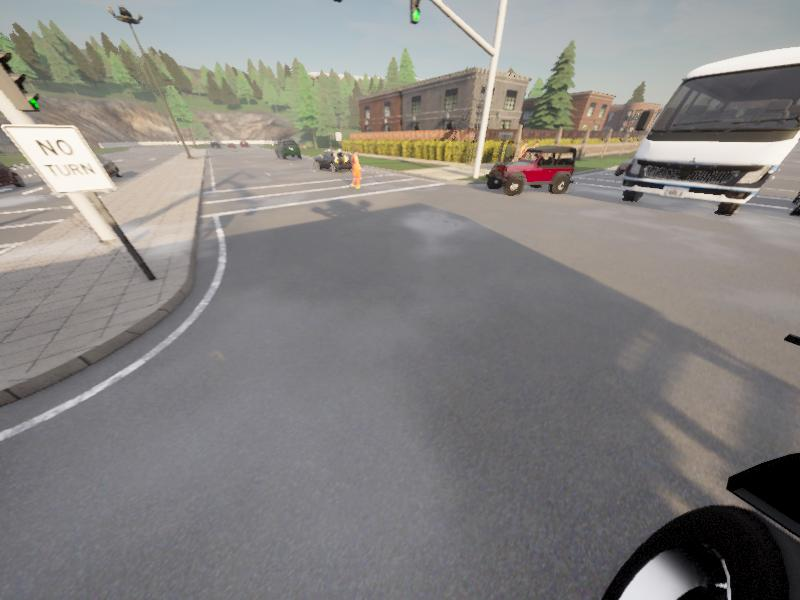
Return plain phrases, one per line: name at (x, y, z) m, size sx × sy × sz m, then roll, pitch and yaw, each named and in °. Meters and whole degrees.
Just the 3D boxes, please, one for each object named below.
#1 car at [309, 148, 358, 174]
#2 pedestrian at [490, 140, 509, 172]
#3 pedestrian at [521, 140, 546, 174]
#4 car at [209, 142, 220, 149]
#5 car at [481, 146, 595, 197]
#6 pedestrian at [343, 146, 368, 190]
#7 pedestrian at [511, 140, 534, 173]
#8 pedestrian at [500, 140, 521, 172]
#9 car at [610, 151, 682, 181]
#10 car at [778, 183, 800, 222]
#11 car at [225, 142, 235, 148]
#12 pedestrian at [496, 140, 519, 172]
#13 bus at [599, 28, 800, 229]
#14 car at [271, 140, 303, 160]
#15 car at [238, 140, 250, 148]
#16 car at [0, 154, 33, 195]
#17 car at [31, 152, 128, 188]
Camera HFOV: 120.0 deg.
car at (-5.425, -11.355, 18.773) m, size 1.970 × 1.475 × 3.806 m, roll -29°, pitch 44°, yaw -34°
pedestrian at (7.029, -10.201, 16.393) m, size 0.751 × 1.860 × 0.751 m, roll 5°, pitch 36°, yaw 7°
pedestrian at (8.878, -9.538, 15.437) m, size 0.751 × 1.860 × 0.751 m, roll 29°, pitch 45°, yaw 35°
car at (-49.623, -41.582, 61.982) m, size 1.837 × 1.490 × 4.892 m, roll -20°, pitch 40°, yaw -26°
car at (6.288, -6.152, 10.940) m, size 3.866 × 1.878 × 1.905 m, roll -6°, pitch 36°, yaw -8°
pedestrian at (-2.271, -6.758, 11.853) m, size 0.751 × 1.860 × 0.751 m, roll -29°, pitch 44°, yaw -34°
pedestrian at (8.403, -9.857, 15.895) m, size 0.751 × 1.860 × 0.751 m, roll 25°, pitch 42°, yaw 31°
pedestrian at (7.895, -10.339, 16.581) m, size 0.751 × 1.860 × 0.751 m, roll 25°, pitch 42°, yaw 31°
car at (16.304, -8.986, 15.325) m, size 4.181 × 1.385 × 1.994 m, roll -22°, pitch 41°, yaw -27°
car at (15.008, -3.586, 7.556) m, size 4.902 × 1.511 × 2.128 m, roll -22°, pitch 41°, yaw -28°
car at (-47.641, -43.488, 64.839) m, size 1.895 × 1.301 × 4.718 m, roll -19°, pitch 39°, yaw -24°
pedestrian at (7.518, -10.106, 16.254) m, size 0.751 × 1.860 × 0.751 m, roll -17°, pitch 39°, yaw -23°
bus at (13.363, -6.417, 9.214) m, size 10.273 × 4.253 × 3.944 m, roll -22°, pitch 40°, yaw -28°
car at (-14.768, -19.636, 30.099) m, size 2.150 × 2.045 × 5.566 m, roll -22°, pitch 41°, yaw -28°
car at (-45.950, -46.078, 68.081) m, size 2.097 × 1.767 × 4.553 m, roll -16°, pitch 38°, yaw -21°
car at (-21.470, -6.217, 11.508) m, size 1.851 × 1.617 × 3.988 m, roll -22°, pitch 40°, yaw -27°
car at (-19.840, -8.372, 14.659) m, size 2.163 × 1.488 × 4.792 m, roll -22°, pitch 40°, yaw -27°
